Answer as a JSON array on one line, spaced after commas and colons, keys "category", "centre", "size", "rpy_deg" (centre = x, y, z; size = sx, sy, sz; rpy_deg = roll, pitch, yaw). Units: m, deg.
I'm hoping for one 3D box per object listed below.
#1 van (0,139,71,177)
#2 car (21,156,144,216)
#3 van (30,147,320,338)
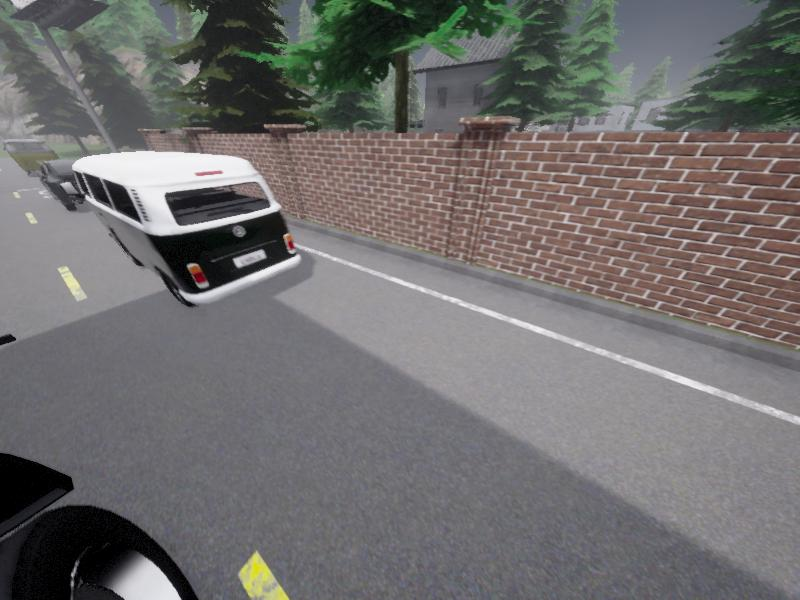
[{"category": "van", "centre": [-25.202, -9.870, 15.903], "size": [4.442, 1.987, 1.775], "rpy_deg": [21, 40, 27]}, {"category": "car", "centre": [-12.619, -4.699, 9.166], "size": [4.892, 1.490, 1.837], "rpy_deg": [21, 40, 27]}, {"category": "van", "centre": [-4.009, -1.534, 4.280], "size": [4.480, 2.038, 2.069], "rpy_deg": [22, 40, 27]}]
